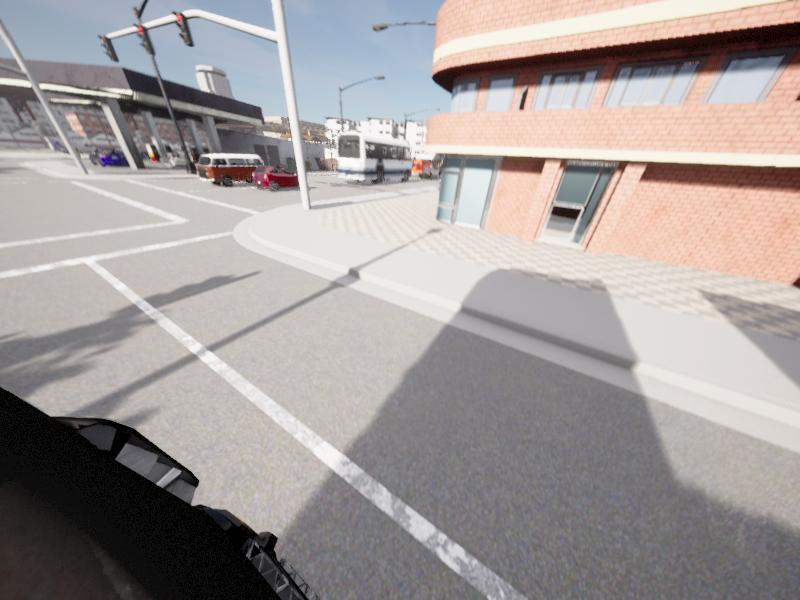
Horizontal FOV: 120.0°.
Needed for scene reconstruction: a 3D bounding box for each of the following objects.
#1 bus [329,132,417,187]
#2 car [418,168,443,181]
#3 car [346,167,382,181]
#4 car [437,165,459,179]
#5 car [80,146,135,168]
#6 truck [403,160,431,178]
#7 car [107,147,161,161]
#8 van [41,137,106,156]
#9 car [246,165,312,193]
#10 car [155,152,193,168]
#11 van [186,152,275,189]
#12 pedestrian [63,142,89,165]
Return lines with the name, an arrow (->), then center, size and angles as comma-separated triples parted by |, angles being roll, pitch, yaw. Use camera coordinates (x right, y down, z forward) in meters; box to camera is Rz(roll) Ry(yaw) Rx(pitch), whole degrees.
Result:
bus -> -2.345, -15.306, 25.462 | 3.944, 4.253, 10.273 | 19, 35, 24
car -> 4.855, -19.990, 36.635 | 2.038, 1.542, 4.974 | 18, 34, 23
car -> -4.399, -15.812, 28.951 | 1.895, 1.301, 4.718 | 19, 34, 24
car -> 8.878, -23.551, 42.470 | 2.150, 2.045, 5.566 | 18, 34, 22
car -> -30.447, -14.903, 24.105 | 4.611, 1.667, 2.242 | 20, 35, 25
truck -> 3.034, -22.609, 39.879 | 2.627, 2.467, 5.204 | 19, 34, 23
car -> -42.142, -23.163, 36.841 | 1.930, 1.638, 5.238 | 8, 32, 6
van -> -61.330, -28.947, 43.648 | 2.351, 2.431, 6.366 | 20, 35, 25
car -> -8.516, -8.819, 16.682 | 1.845, 1.501, 3.633 | 19, 34, 24
car -> -28.150, -17.401, 28.806 | 3.806, 1.475, 1.970 | 20, 35, 25
van -> -12.186, -9.580, 17.049 | 2.069, 2.038, 4.480 | 19, 35, 23
pedestrian -> -32.549, -14.682, 23.217 | 0.751, 1.860, 0.751 | 22, 36, 28
